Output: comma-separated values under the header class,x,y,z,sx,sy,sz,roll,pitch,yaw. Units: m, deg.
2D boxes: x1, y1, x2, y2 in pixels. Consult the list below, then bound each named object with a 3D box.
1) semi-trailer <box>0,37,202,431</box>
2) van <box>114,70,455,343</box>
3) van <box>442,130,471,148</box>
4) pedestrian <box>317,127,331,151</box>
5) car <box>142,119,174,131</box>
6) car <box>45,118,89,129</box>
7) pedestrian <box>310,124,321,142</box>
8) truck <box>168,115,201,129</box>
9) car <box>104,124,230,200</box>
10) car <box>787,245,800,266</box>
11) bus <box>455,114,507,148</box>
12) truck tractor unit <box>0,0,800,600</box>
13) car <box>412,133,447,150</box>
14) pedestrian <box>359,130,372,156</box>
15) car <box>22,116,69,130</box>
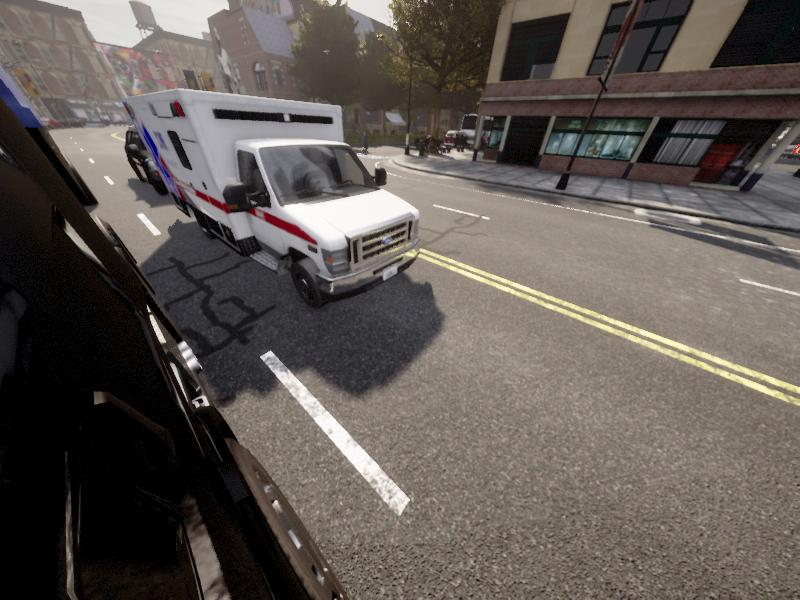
class,x,y,z,sx,sy,sz,roll,pitch,yaw
semi-trailer,-8.746,-3.573,4.179,14.254,4.402,2.717,28,43,29
van,-2.542,-2.253,4.466,6.366,2.431,2.351,28,44,30
van,8.642,-24.611,35.373,2.069,2.038,4.480,28,44,30
pedestrian,-7.513,-15.879,22.798,0.751,1.860,0.751,29,44,30
car,-46.149,-33.528,44.185,1.930,1.638,5.238,-8,38,-15
car,-54.165,-28.870,37.736,1.895,1.301,4.718,-11,39,-17
pedestrian,-10.995,-21.694,30.098,0.751,1.860,0.751,29,44,31
truck,-51.901,-43.017,55.811,2.627,2.467,5.204,2,37,0
car,-8.744,-5.354,8.680,4.605,1.855,1.932,28,44,30
car,10.651,-0.449,3.343,4.605,1.855,1.932,28,44,30
bus,14.153,-29.381,40.247,3.944,4.253,10.273,28,44,30
truck tractor unit,-2.645,-0.295,0.352,6.516,4.208,3.053,28,44,30
car,3.978,-21.235,30.902,1.930,1.638,5.238,28,44,30
pedestrian,-3.062,-14.015,20.587,0.751,1.860,0.751,19,40,20
car,-51.503,-25.810,33.688,2.002,1.452,4.674,-18,41,-25
